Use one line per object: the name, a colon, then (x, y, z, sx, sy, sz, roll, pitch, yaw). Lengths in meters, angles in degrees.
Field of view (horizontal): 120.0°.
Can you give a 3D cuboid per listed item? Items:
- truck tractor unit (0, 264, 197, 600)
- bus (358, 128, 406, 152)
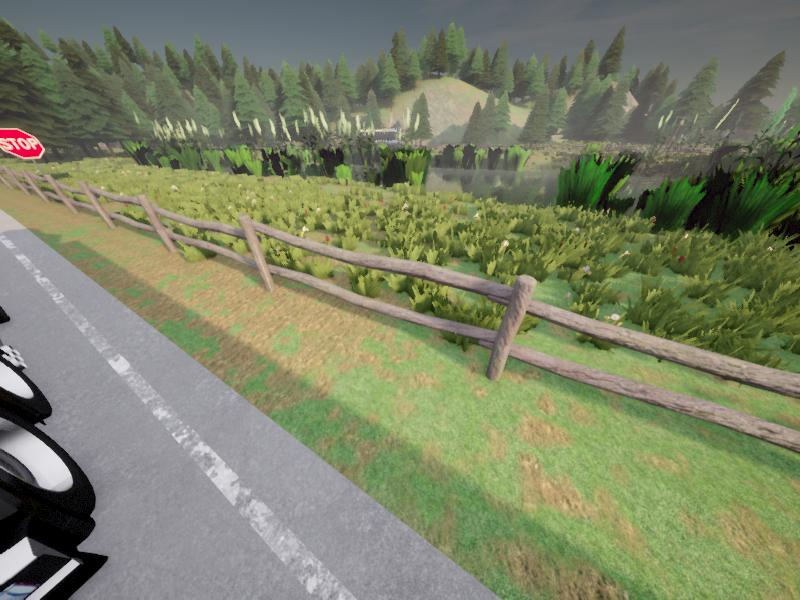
truck tractor unit: (-5.111, -0.301, 0.780, 6.516, 4.208, 3.053, 18, 39, 24)
bus: (-4.197, -37.660, 54.432, 10.273, 4.253, 3.944, 12, 37, 17)
